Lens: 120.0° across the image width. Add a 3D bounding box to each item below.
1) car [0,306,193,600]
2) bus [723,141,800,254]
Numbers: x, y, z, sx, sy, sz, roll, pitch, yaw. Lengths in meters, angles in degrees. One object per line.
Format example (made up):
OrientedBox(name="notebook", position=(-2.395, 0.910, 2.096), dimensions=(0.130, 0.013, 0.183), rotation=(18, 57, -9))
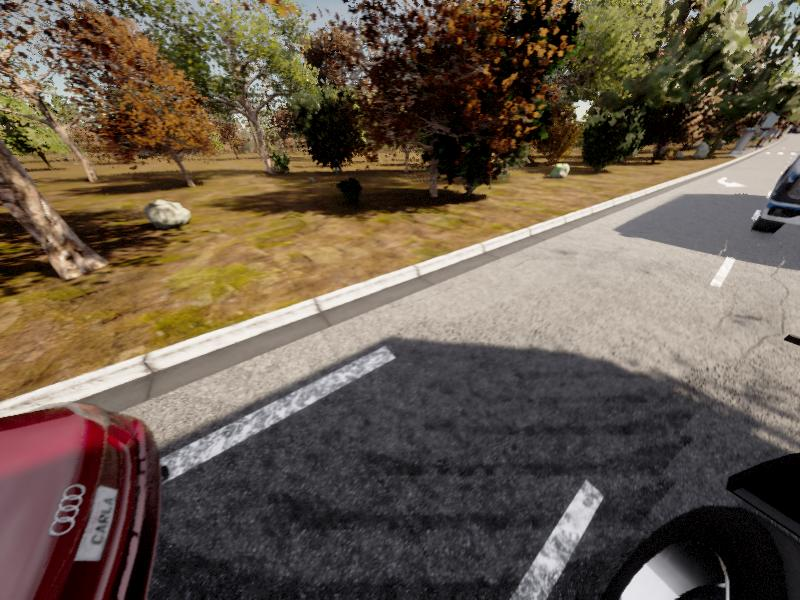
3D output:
OrientedBox(name="car", position=(-3.182, 1.773, 0.230), dimensions=(4.181, 1.385, 1.994), rotation=(-22, 41, -28))
OrientedBox(name="bus", position=(14.039, -4.166, 6.115), dimensions=(10.273, 4.253, 3.944), rotation=(-22, 41, -28))
